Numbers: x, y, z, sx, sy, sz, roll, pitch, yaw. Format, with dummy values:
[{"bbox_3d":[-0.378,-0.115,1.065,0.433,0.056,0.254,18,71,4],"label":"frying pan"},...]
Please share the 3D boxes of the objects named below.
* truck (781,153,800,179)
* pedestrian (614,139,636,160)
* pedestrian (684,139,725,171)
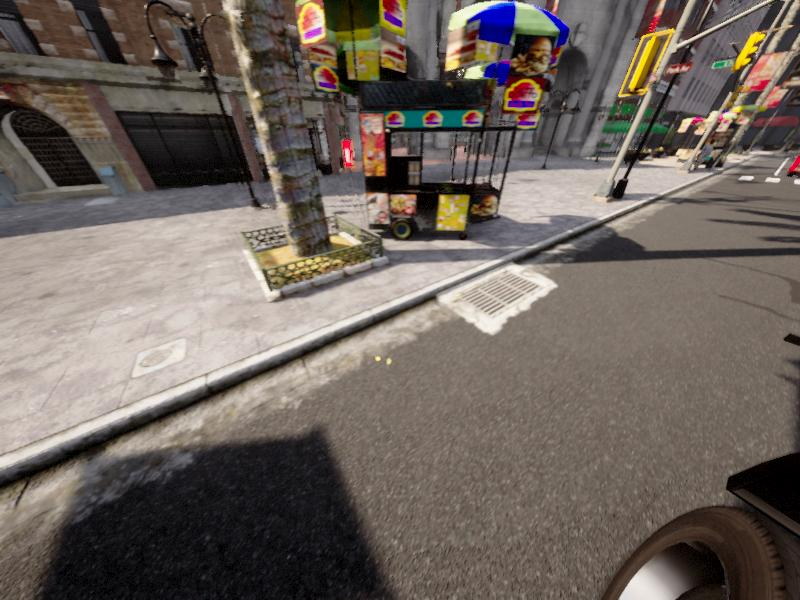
[{"bbox_3d":[28.751,-10.126,14.723,8.468,3.827,2.891,-22,41,-28],"label":"truck"},{"bbox_3d":[23.411,-15.688,24.067,0.751,1.860,0.751,-8,36,-10],"label":"pedestrian"},{"bbox_3d":[21.595,-10.302,16.429,0.751,1.860,0.751,-2,35,-2],"label":"pedestrian"}]
